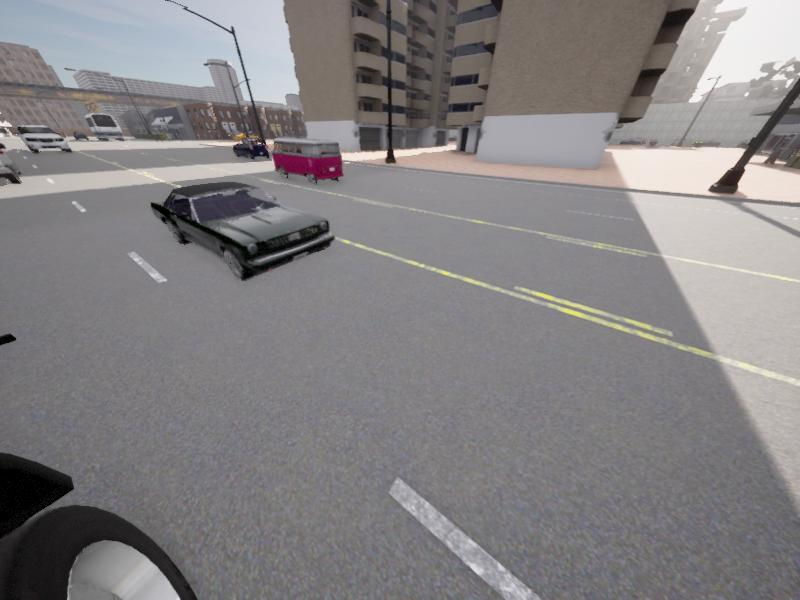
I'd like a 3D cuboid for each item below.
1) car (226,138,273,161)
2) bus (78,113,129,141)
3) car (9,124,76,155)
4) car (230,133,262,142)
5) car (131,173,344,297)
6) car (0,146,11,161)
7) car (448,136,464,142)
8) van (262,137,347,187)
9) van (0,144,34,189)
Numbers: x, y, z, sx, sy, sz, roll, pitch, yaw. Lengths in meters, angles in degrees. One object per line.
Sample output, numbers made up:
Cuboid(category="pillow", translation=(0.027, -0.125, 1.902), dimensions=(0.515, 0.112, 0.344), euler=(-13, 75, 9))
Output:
Cuboid(category="car", translation=(-13.739, -13.801, 21.109), dimensions=(3.633, 1.501, 1.845), euler=(24, 41, 27))
Cuboid(category="bus", translation=(-60.000, -34.816, 46.730), dimensions=(10.273, 4.253, 3.944), euler=(25, 42, 30))
Cuboid(category="car", translation=(-31.973, -14.392, 20.658), dimensions=(5.566, 2.045, 2.150), euler=(23, 41, 27))
Cuboid(category="car", translation=(-32.096, -33.992, 48.386), dimensions=(1.882, 1.535, 5.008), euler=(24, 41, 29))
Cuboid(category="car", translation=(-3.718, -1.841, 5.247), dimensions=(4.718, 1.301, 1.895), euler=(23, 41, 27))
Cuboid(category="car", translation=(-30.350, -10.950, 16.436), dimensions=(4.902, 1.511, 2.128), euler=(23, 41, 27))
Cuboid(category="car", translation=(19.785, -57.373, 82.069), dimensions=(4.856, 1.649, 2.033), euler=(24, 41, 29))
Cuboid(category="van", translation=(-5.281, -7.779, 12.848), dimensions=(4.442, 1.987, 1.775), euler=(23, 41, 27))
Cuboid(category="van", translation=(-19.740, -6.704, 10.338), dimensions=(6.366, 2.431, 2.351), euler=(24, 41, 27))
